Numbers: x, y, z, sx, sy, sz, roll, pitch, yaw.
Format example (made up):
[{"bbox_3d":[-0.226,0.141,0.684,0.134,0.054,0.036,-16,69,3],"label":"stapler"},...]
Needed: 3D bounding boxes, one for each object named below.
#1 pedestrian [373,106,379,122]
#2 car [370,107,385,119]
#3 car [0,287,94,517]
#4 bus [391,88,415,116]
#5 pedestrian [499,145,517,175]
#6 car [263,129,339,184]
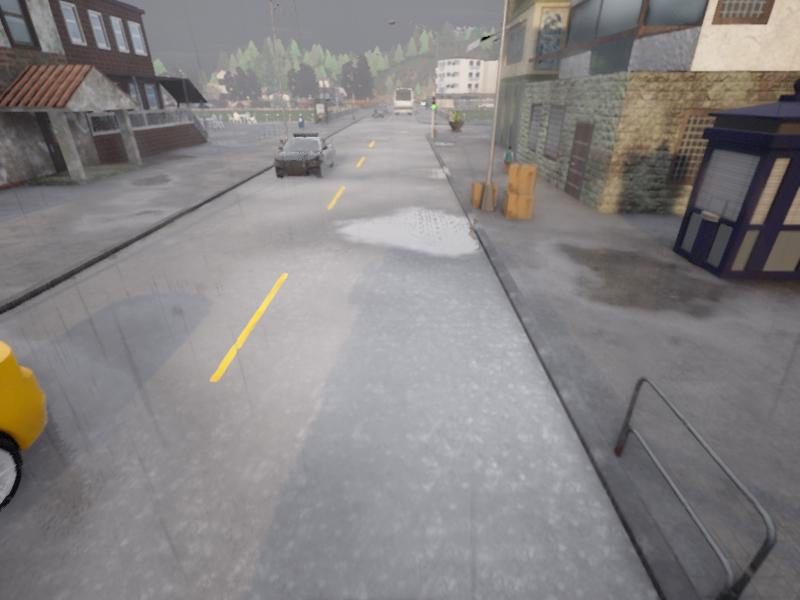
[{"bbox_3d":[-3.130,-24.282,52.244,0.751,1.860,0.751,-2,27,-3],"label":"pedestrian"},{"bbox_3d":[-3.442,-29.296,62.622,2.033,1.411,5.357,0,27,1],"label":"car"},{"bbox_3d":[-4.208,1.711,1.660,1.882,1.535,5.008,0,27,1],"label":"car"},{"bbox_3d":[0.570,-36.434,73.486,3.944,4.253,10.273,0,27,1],"label":"bus"},{"bbox_3d":[4.488,-5.828,16.626,0.500,1.100,0.500,10,29,19],"label":"pedestrian"},{"bbox_3d":[-4.059,-6.391,17.440,1.930,1.638,5.238,0,27,0],"label":"car"}]
